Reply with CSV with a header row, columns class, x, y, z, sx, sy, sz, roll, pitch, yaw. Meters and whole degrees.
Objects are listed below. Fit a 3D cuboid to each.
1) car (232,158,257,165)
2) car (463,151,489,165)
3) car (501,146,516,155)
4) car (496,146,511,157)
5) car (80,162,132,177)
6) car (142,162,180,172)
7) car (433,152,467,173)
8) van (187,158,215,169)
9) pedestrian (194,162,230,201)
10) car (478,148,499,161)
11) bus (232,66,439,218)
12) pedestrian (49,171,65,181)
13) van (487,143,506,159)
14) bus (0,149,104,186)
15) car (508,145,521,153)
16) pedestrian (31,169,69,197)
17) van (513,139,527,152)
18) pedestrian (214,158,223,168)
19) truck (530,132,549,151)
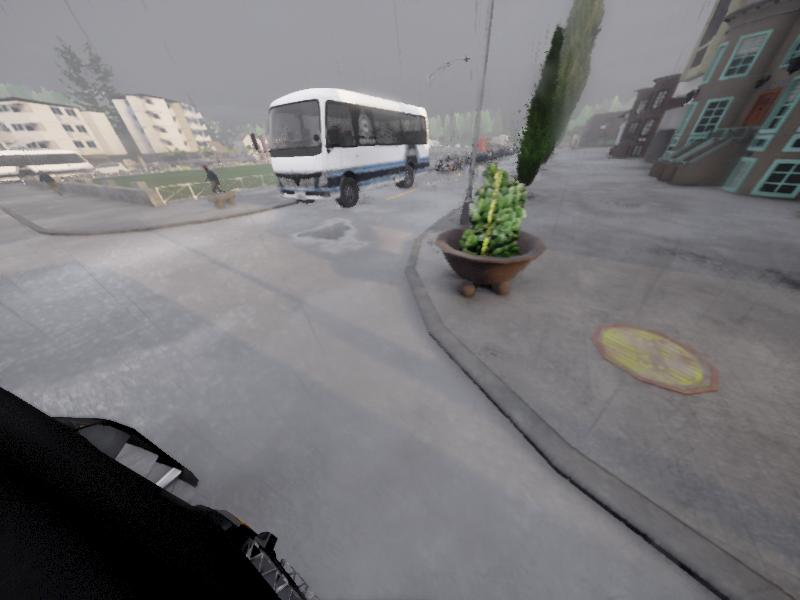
class,x,y,z,sx,sy,sz,roll,pitch,yaw
car,-43.023,-38.453,64.187,2.033,1.411,5.357,16,38,26
car,9.949,-18.455,29.931,1.895,1.301,4.718,16,38,26
car,22.601,-31.013,47.933,1.895,1.301,4.718,16,38,26
car,19.512,-28.024,43.492,1.816,1.474,4.193,16,38,26
car,-56.652,-25.213,44.656,2.150,2.045,5.566,16,38,26
car,-52.413,-29.242,50.780,1.930,1.638,5.238,16,38,26
car,4.971,-13.619,22.841,1.970,1.475,3.806,16,38,26
van,-48.449,-33.324,56.328,1.775,1.987,4.442,16,38,26
pedestrian,-10.481,-6.633,12.926,0.751,1.860,0.751,20,40,31
car,13.317,-21.880,34.681,1.970,1.475,3.806,16,38,26
bus,-1.762,-8.004,12.358,3.944,4.253,10.273,15,38,26
pedestrian,-52.426,-18.971,35.329,0.751,1.300,0.751,16,38,26
van,16.217,-24.980,38.681,1.775,1.987,4.442,16,38,26
bus,-57.031,-21.532,37.106,3.944,4.253,10.273,16,38,26
car,26.553,-35.001,53.518,1.812,1.442,4.674,16,38,26
pedestrian,-27.346,-9.183,18.068,0.751,1.860,0.751,16,38,27
van,30.727,-39.645,59.185,1.988,2.561,5.915,16,38,26
pedestrian,-40.745,-30.838,51.854,0.751,1.860,0.751,16,38,26
truck,36.426,-41.424,60.297,2.891,3.827,8.468,16,38,26
